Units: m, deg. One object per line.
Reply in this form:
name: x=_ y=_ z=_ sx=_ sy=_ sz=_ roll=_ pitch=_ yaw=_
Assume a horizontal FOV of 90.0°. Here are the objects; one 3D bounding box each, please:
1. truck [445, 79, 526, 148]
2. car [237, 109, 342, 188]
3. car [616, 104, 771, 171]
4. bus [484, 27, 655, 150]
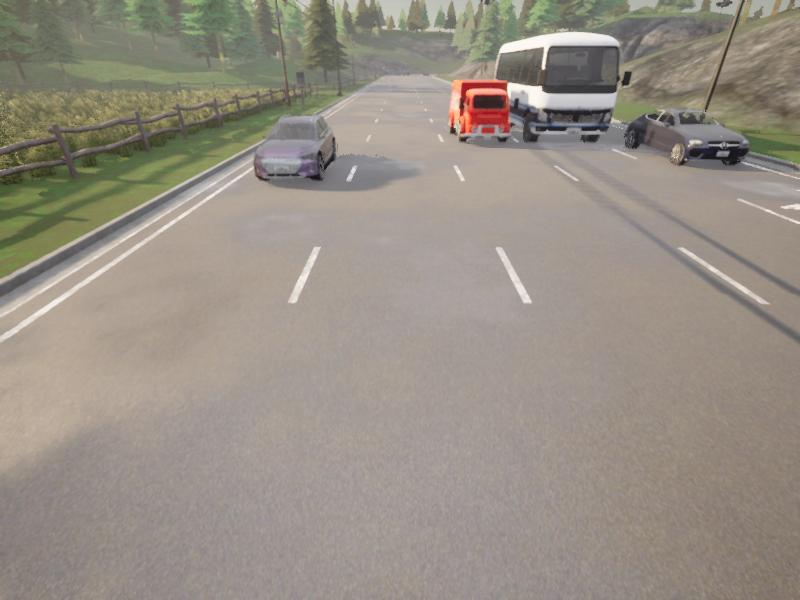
truck: x=3.721 y=-8.927 z=18.811 sx=2.627 sy=2.467 sz=5.204 roll=0 pitch=30 yaw=0
car: x=-3.312 y=-5.148 z=13.185 sx=2.033 sy=1.649 sz=4.856 roll=0 pitch=30 yaw=0
car: x=10.701 y=-6.355 z=15.258 sx=2.152 sy=1.651 sz=5.027 roll=0 pitch=30 yaw=0
bus: x=7.352 y=-10.710 z=20.100 sx=3.944 sy=4.253 sz=10.273 roll=0 pitch=30 yaw=0
